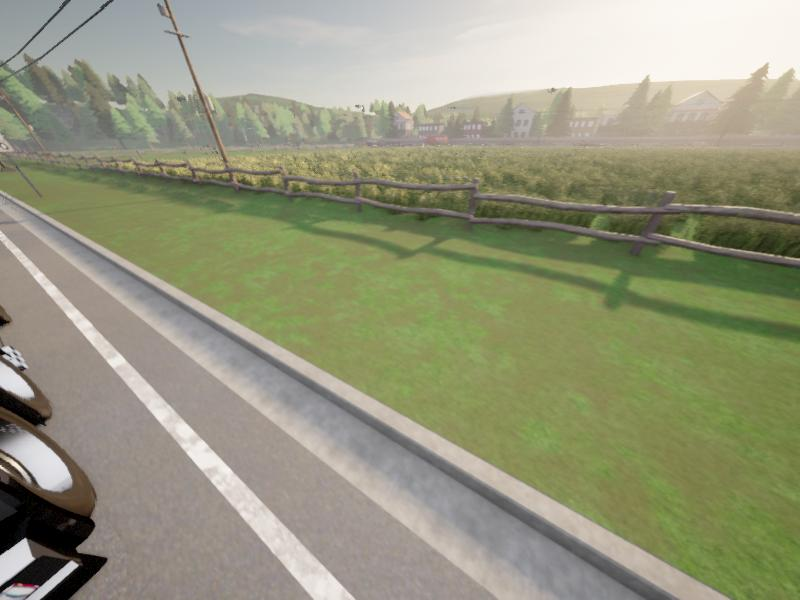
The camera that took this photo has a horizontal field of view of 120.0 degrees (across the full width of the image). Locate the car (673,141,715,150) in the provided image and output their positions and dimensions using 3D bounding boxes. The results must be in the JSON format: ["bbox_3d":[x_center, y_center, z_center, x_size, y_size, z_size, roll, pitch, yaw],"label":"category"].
[{"bbox_3d":[66.264,-34.924,52.211,5.366,1.575,1.801,18,39,25],"label":"car"}]

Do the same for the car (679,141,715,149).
[{"bbox_3d":[71.995,-37.665,56.099,5.008,1.535,1.882,18,39,25],"label":"car"}]

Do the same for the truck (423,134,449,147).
[{"bbox_3d":[12.906,-58.029,84.037,8.468,3.827,2.891,18,39,25],"label":"truck"}]

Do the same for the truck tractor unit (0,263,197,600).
[{"bbox_3d":[-5.112,-0.298,0.791,6.516,4.208,3.053,18,39,24],"label":"truck tractor unit"}]
